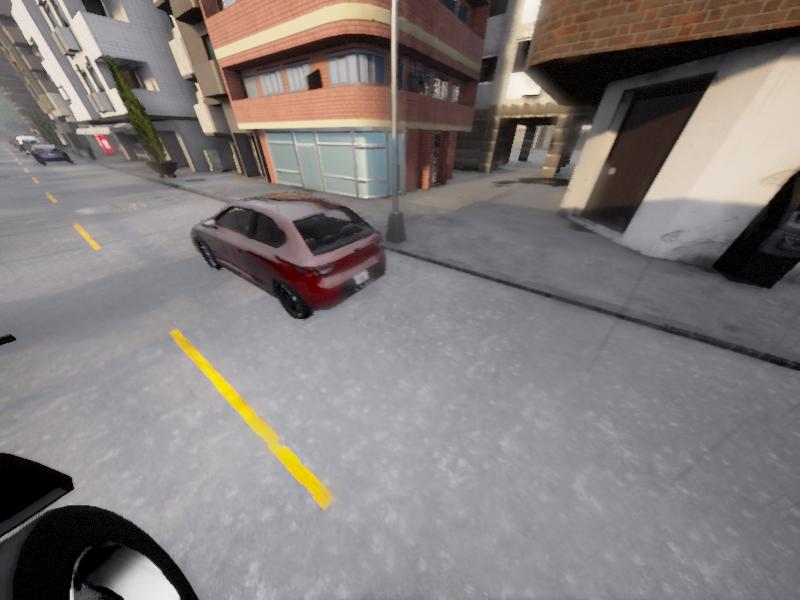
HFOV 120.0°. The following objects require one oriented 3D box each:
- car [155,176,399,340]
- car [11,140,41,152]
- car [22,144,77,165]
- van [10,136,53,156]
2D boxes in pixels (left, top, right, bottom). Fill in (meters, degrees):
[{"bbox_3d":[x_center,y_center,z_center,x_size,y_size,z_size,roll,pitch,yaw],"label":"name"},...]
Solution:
[{"bbox_3d":[-2.253,-1.191,4.293,4.193,1.474,1.816,22,41,28],"label":"car"},{"bbox_3d":[-61.493,-25.358,37.982,3.806,1.475,1.970,22,41,28],"label":"car"},{"bbox_3d":[-33.622,-13.992,22.133,4.792,1.488,2.163,22,41,28],"label":"car"},{"bbox_3d":[-48.572,-20.319,30.473,4.480,2.038,2.069,22,41,28],"label":"van"}]
